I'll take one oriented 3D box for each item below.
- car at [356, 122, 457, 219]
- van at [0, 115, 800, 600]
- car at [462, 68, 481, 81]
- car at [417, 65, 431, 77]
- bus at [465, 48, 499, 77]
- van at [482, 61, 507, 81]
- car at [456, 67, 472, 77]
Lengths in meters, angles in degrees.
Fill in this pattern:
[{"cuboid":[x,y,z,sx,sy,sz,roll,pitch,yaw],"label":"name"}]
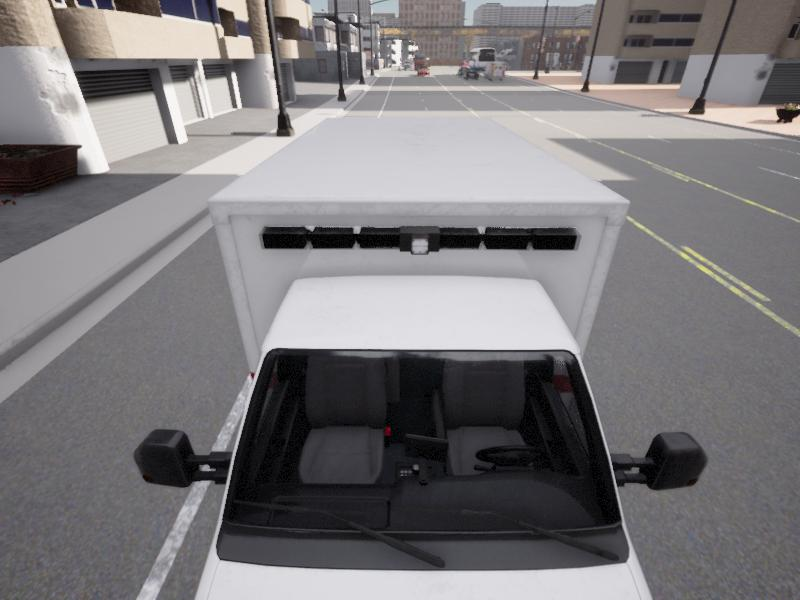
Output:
[{"cuboid":[0.159,-3.768,10.967,2.128,1.511,4.902,0,30,0],"label":"car"},{"cuboid":[0.098,0.007,3.601,2.351,2.431,6.366,0,30,0],"label":"van"},{"cuboid":[11.114,-35.464,62.863,2.128,1.511,4.902,0,32,0],"label":"car"},{"cuboid":[4.192,-41.033,71.679,2.242,1.667,4.611,0,32,0],"label":"car"},{"cuboid":[14.581,-42.906,72.111,3.944,4.253,10.273,0,32,0],"label":"bus"},{"cuboid":[14.611,-35.508,61.999,2.351,2.431,6.366,0,32,0],"label":"van"},{"cuboid":[11.177,-39.839,69.871,2.033,1.411,5.357,0,32,0],"label":"car"}]
